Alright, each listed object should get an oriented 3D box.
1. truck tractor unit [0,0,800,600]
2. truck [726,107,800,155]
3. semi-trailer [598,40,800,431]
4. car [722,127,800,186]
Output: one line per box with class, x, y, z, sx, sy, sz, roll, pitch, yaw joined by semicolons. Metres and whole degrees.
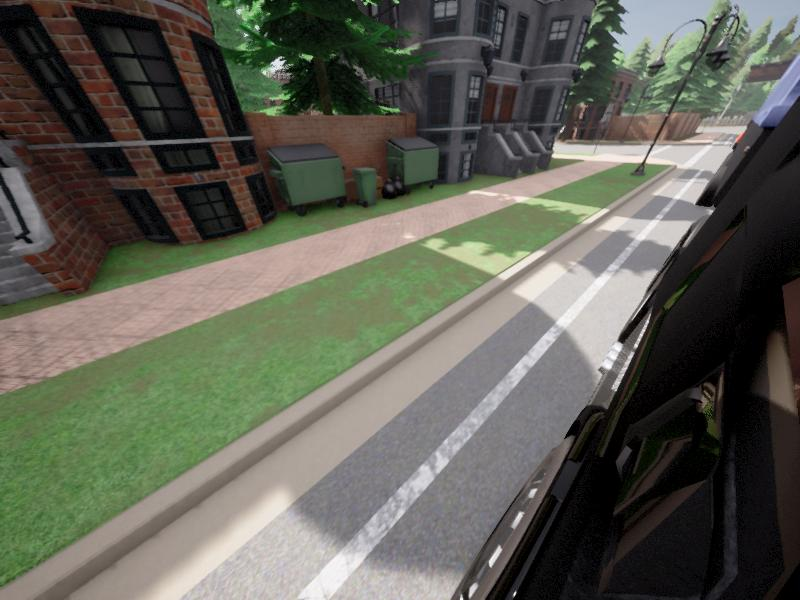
truck tractor unit;2.645;-0.295;0.351;6.516;4.208;3.053;-28;44;-30
truck;26.324;-12.041;16.384;5.204;2.467;2.627;-28;44;-30
semi-trailer;8.699;-3.580;4.262;14.254;4.402;2.717;-28;44;-30
car;16.105;-6.320;9.919;5.238;1.638;1.930;-28;43;-30
